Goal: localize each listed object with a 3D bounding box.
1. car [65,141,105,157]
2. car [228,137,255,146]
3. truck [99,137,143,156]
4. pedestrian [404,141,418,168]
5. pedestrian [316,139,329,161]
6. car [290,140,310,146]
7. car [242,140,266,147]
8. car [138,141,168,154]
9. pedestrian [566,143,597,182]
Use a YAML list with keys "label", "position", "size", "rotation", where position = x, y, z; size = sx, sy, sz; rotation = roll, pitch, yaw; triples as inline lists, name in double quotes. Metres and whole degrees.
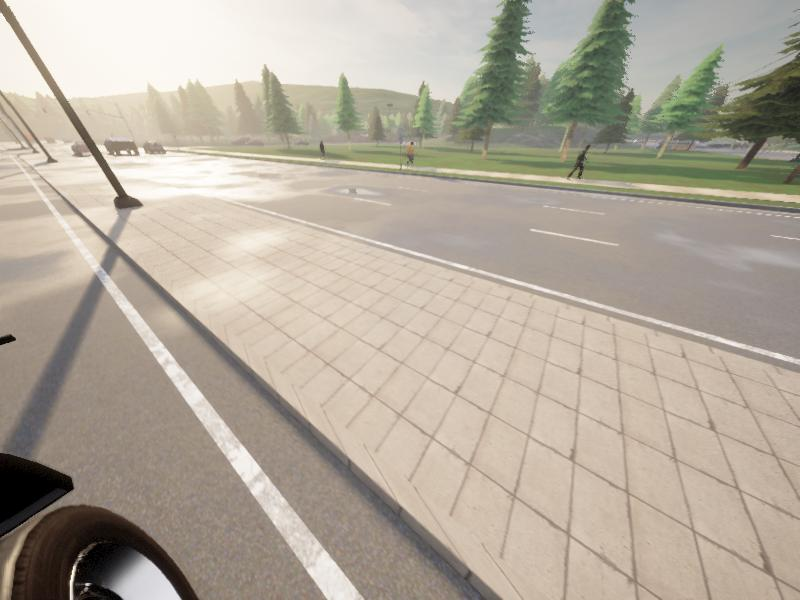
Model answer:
- label: "car"
  position: [-42.679, -20.533, 31.322]
  size: [5.027, 1.651, 2.152]
  rotation: [22, 41, 28]
- label: "car"
  position: [-44.810, -44.889, 65.527]
  size: [2.150, 2.045, 5.566]
  rotation: [23, 41, 28]
- label: "truck"
  position: [-40.352, -22.244, 33.356]
  size: [6.274, 2.098, 2.390]
  rotation: [22, 41, 28]
- label: "pedestrian"
  position: [0.898, -11.913, 18.915]
  size: [0.751, 1.860, 0.751]
  rotation: [23, 41, 29]
- label: "pedestrian"
  position: [-8.120, -15.711, 24.235]
  size: [0.751, 1.860, 0.751]
  rotation: [23, 41, 29]
- label: "car"
  position: [-29.563, -46.487, 68.435]
  size: [2.128, 1.511, 4.902]
  rotation: [23, 41, 28]
- label: "car"
  position: [-39.282, -42.172, 62.177]
  size: [1.837, 1.490, 4.892]
  rotation: [23, 41, 28]
- label: "car"
  position: [-38.295, -23.667, 35.818]
  size: [3.988, 1.617, 1.851]
  rotation: [22, 41, 28]
- label: "pedestrian"
  position: [10.436, -7.912, 13.308]
  size: [0.751, 1.860, 0.751]
  rotation: [24, 41, 29]
